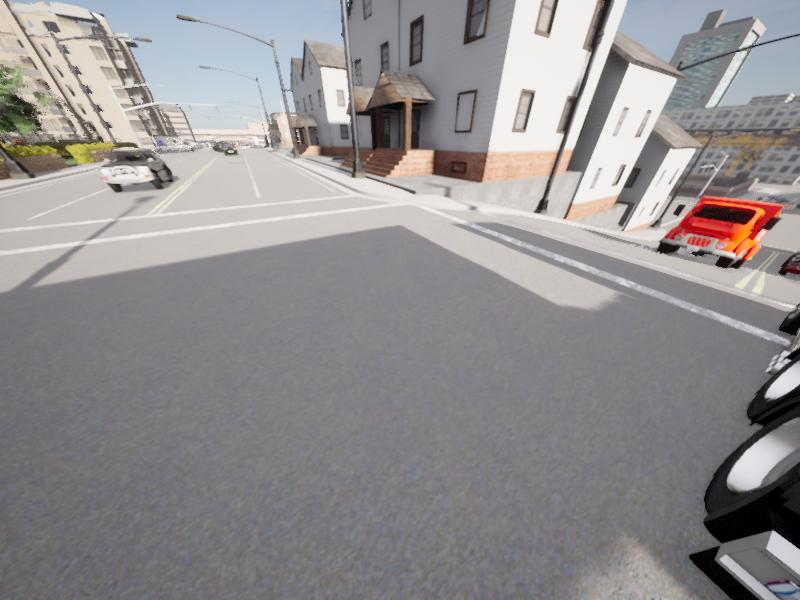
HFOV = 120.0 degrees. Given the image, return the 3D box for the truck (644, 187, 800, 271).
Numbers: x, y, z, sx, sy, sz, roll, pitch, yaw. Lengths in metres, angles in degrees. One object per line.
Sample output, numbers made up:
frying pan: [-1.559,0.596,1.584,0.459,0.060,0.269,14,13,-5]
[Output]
truck: [13.800,-2.954,10.043,5.204,2.467,2.627,-6,32,-32]

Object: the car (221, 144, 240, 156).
car: [-28.137,-25.026,38.390,2.038,1.542,4.974,-18,39,-24]

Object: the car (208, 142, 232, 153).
car: [-35.071,-29.755,45.035,3.988,1.617,1.851,22,41,28]

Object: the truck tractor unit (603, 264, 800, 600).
truck tractor unit: [5.143,-0.249,0.848,6.516,4.208,3.053,-16,38,-26]

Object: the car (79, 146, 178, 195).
car: [-14.265,-7.206,12.602,1.932,1.855,4.605,-18,39,-24]

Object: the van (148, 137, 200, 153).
van: [-42.840,-29.578,44.068,2.351,2.431,6.366,27,43,33]
